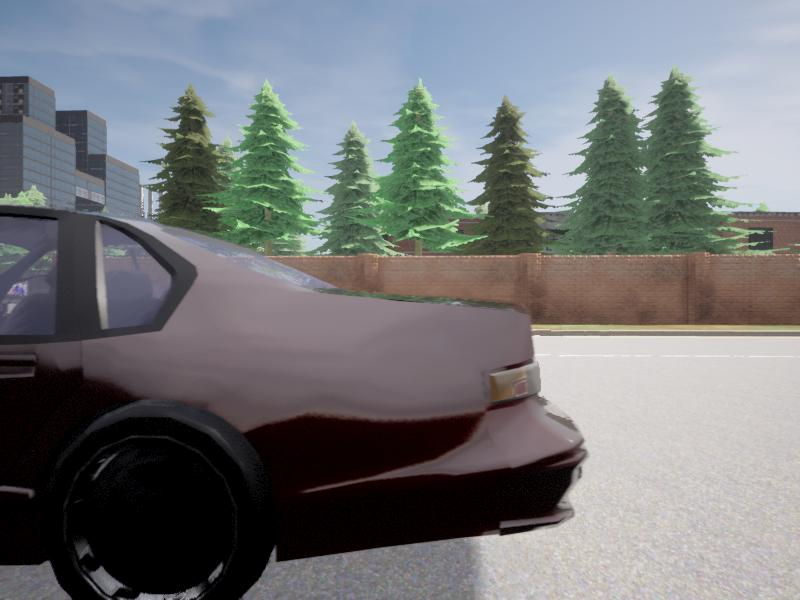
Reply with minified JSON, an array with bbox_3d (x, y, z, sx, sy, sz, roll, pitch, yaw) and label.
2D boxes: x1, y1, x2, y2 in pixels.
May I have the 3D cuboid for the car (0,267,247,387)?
[{"bbox_3d":[-4.668,0.307,5.709,4.181,1.385,1.994,0,0,3],"label":"car"}]

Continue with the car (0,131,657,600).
[{"bbox_3d":[-2.011,0.295,2.098,5.357,1.411,2.033,0,0,2],"label":"car"}]

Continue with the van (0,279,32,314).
[{"bbox_3d":[-28.642,-0.222,26.623,2.351,2.431,6.366,0,0,2],"label":"van"}]
